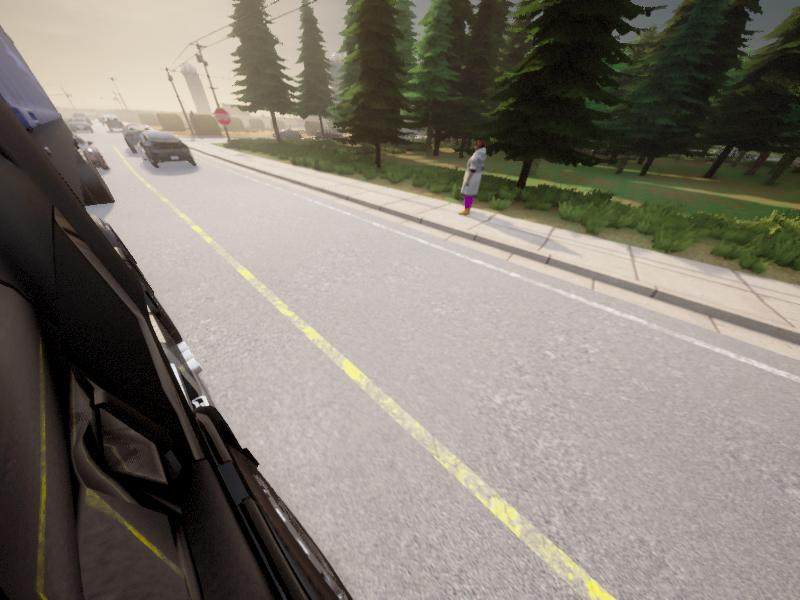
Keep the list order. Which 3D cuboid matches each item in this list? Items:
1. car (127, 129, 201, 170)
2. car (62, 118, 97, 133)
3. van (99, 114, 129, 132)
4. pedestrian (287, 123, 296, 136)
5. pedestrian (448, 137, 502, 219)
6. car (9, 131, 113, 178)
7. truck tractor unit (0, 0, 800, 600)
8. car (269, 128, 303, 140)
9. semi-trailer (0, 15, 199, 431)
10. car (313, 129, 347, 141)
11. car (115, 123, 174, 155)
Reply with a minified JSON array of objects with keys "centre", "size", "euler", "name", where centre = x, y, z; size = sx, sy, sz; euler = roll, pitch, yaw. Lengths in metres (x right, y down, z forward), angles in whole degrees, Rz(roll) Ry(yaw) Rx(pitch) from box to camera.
[{"centre":[-13.320,-8.562,12.997],"size":[4.892,1.490,1.837],"euler":[31,45,32],"name":"car"},{"centre":[-42.663,-23.284,30.816],"size":[4.902,1.511,2.128],"euler":[31,45,32],"name":"car"},{"centre":[-44.281,-27.379,35.754],"size":[4.480,2.038,2.069],"euler":[31,45,32],"name":"van"},{"centre":[-19.334,-30.290,41.132],"size":[0.751,1.860,0.751],"euler":[22,41,24],"name":"pedestrian"},{"centre":[2.026,-3.348,6.408],"size":[0.751,1.860,0.751],"euler":[-28,46,-34],"name":"pedestrian"},{"centre":[-15.301,-6.833,10.663],"size":[4.181,1.385,1.994],"euler":[31,45,32],"name":"car"},{"centre":[-2.645,-0.295,0.351],"size":[6.516,4.208,3.053],"euler":[28,44,30],"name":"truck tractor unit"},{"centre":[-17.691,-25.895,36.073],"size":[1.994,1.385,4.181],"euler":[29,44,30],"name":"car"},{"centre":[-8.570,-3.690,4.348],"size":[14.254,4.402,2.717],"euler":[30,44,31],"name":"semi-trailer"},{"centre":[-11.410,-26.898,37.719],"size":[2.163,1.488,4.792],"euler":[29,44,30],"name":"car"},{"centre":[-19.055,-12.053,17.196],"size":[2.152,1.651,5.027],"euler":[-29,47,-35],"name":"car"}]
